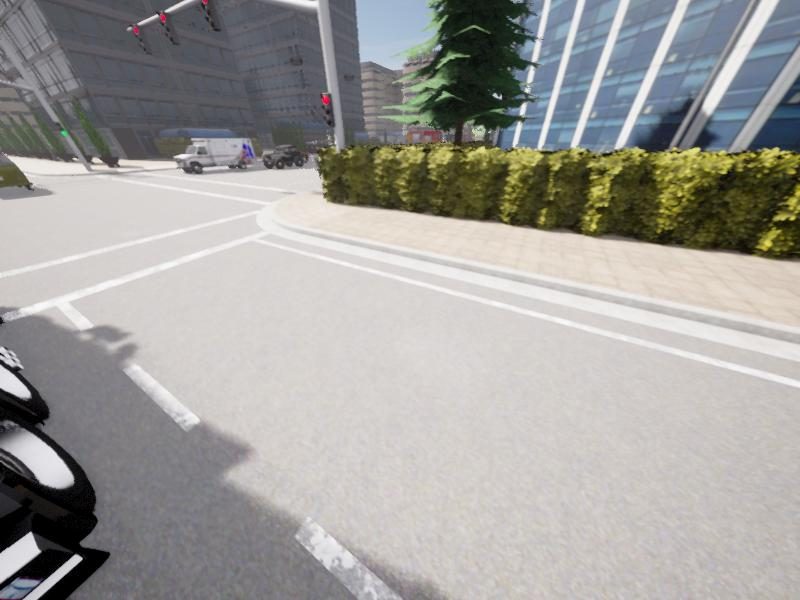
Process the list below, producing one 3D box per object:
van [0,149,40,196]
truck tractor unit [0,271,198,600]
[{"bbox_3d":[-22.414,-6.999,12.519,4.442,1.987,1.775,17,38,23],"label":"van"},{"bbox_3d":[-5.122,-0.289,0.765,6.516,4.208,3.053,18,39,24],"label":"truck tractor unit"}]
